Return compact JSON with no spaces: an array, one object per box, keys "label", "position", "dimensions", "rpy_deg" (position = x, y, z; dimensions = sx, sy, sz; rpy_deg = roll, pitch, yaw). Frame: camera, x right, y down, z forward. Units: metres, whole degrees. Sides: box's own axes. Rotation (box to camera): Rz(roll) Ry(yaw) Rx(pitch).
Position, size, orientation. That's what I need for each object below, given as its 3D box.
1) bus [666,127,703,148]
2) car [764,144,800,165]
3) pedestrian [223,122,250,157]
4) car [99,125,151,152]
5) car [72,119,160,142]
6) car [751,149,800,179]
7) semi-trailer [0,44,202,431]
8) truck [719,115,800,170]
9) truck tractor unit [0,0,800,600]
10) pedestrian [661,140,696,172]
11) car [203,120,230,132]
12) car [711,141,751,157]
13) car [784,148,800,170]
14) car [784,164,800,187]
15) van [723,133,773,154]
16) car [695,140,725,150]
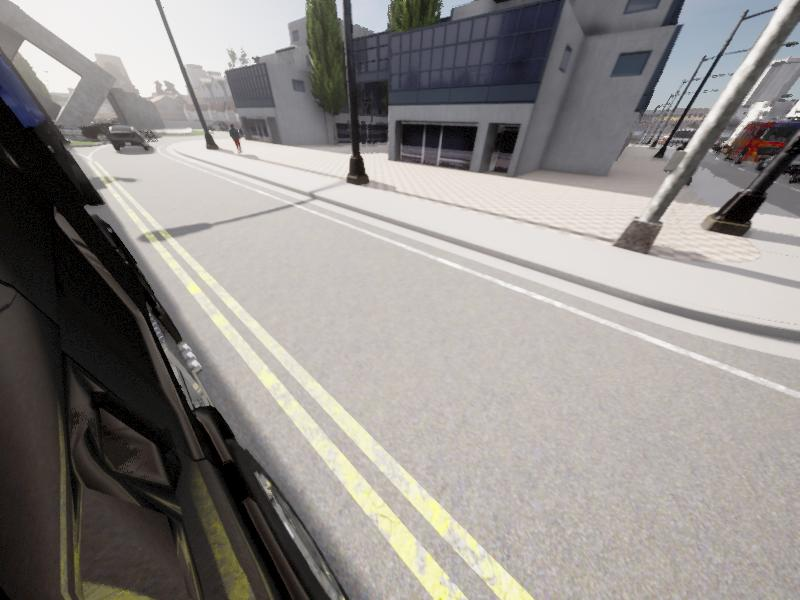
[{"label":"bus","position":[77.684,-44.429,63.411],"dimensions":[3.944,4.253,10.273],"rpy_deg":[29,43,31]},{"label":"car","position":[42.179,-15.756,24.975],"dimensions":[1.816,1.474,4.193],"rpy_deg":[28,45,30]},{"label":"pedestrian","position":[-10.950,-10.757,15.507],"dimensions":[0.751,1.860,0.751],"rpy_deg":[-27,46,-34]},{"label":"car","position":[-21.270,-12.718,18.109],"dimensions":[1.837,1.490,4.892],"rpy_deg":[-24,44,-31]},{"label":"car","position":[-28.532,-17.142,23.466],"dimensions":[1.930,1.638,5.238],"rpy_deg":[27,43,28]},{"label":"car","position":[30.589,-10.733,18.131],"dimensions":[2.038,1.542,4.974],"rpy_deg":[28,45,30]},{"label":"semi-trailer","position":[-8.698,-3.595,4.242],"dimensions":[14.254,4.402,2.717],"rpy_deg":[28,44,30]},{"label":"truck","position":[36.319,-15.775,22.935],"dimensions":[2.891,3.827,8.468],"rpy_deg":[28,45,30]},{"label":"truck tractor unit","position":[-2.645,-0.295,0.351],"dimensions":[6.516,4.208,3.053],"rpy_deg":[28,44,30]},{"label":"pedestrian","position":[20.129,-10.412,16.734],"dimensions":[0.751,1.860,0.751],"rpy_deg":[-26,45,-33]},{"label":"car","position":[-39.843,-37.910,50.298],"dimensions":[3.866,1.878,1.905],"rpy_deg":[-8,38,-14]},{"label":"car","position":[42.934,-19.644,30.051],"dimensions":[1.994,1.385,4.181],"rpy_deg":[28,45,30]},{"label":"car","position":[38.229,-12.827,21.159],"dimensions":[1.812,1.442,4.674],"rpy_deg":[28,45,30]},{"label":"car","position":[26.175,-7.503,13.887],"dimensions":[1.994,1.385,4.181],"rpy_deg":[28,44,31]},{"label":"van","position":[53.879,-24.508,36.019],"dimensions":[2.351,2.431,6.366],"rpy_deg":[28,44,30]},{"label":"car","position":[62.170,-31.148,46.387],"dimensions":[1.812,1.442,4.674],"rpy_deg":[20,39,22]}]
